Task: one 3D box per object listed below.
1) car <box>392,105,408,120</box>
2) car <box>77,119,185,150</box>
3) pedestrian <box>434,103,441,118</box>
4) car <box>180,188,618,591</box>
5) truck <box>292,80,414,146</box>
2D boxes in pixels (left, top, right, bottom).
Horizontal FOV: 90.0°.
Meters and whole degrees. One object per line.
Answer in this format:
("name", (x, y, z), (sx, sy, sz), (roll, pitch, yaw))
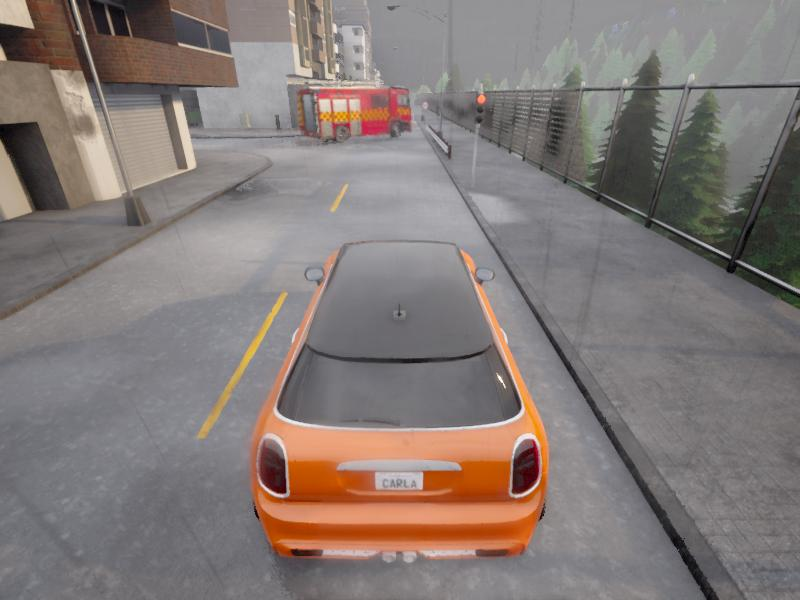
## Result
("car", (-0.006, -25.858, 55.143), (2.033, 1.649, 4.856), (0, 28, 0))
("car", (-16.704, -10.429, 25.129), (5.027, 1.651, 2.152), (0, 27, 1))
("pedestrian", (5.162, -26.231, 55.331), (0.751, 1.860, 0.751), (0, 27, 1))
("car", (-0.003, 0.154, 4.347), (2.097, 1.767, 4.553), (0, 27, 0))
("truck", (-3.092, -13.687, 29.057), (8.468, 3.827, 2.891), (-22, 35, -36))
